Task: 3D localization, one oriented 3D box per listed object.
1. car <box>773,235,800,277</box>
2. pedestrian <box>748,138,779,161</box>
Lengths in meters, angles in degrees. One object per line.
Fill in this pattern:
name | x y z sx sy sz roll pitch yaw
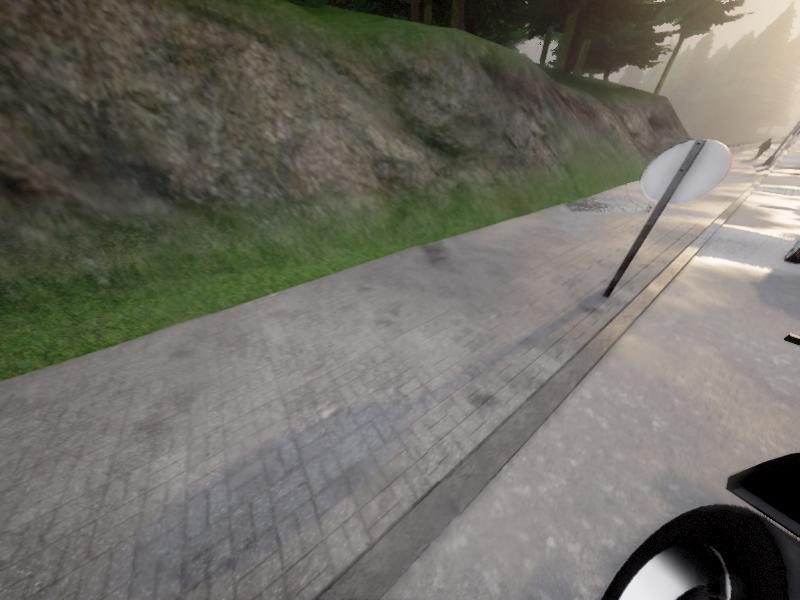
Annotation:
car | 10.166 -1.511 4.604 5.008 1.535 1.882 -19 39 -25
pedestrian | 35.330 -14.654 22.454 0.751 1.860 0.751 -20 40 -26
